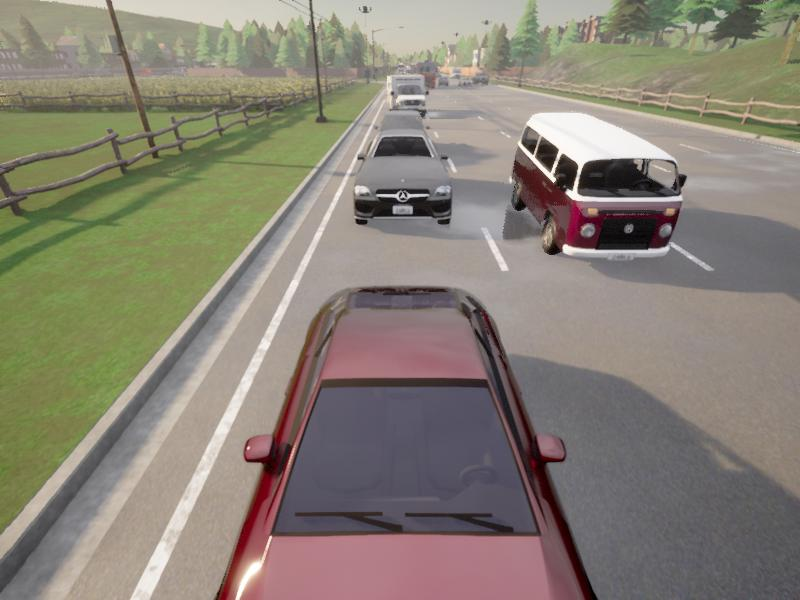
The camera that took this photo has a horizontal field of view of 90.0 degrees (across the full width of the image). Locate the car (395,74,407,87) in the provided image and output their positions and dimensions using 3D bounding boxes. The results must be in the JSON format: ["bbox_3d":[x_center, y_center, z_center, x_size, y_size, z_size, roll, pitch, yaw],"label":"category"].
[{"bbox_3d":[0.233,-37.104,67.516,1.932,1.855,4.605,0,30,0],"label":"car"}]

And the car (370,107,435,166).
[{"bbox_3d":[0.077,-6.583,15.766,2.163,1.488,4.792,0,30,0],"label":"car"}]

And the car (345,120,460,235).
[{"bbox_3d":[0.063,-3.337,10.082,2.152,1.651,5.027,0,30,0],"label":"car"}]

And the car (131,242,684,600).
[{"bbox_3d":[0.029,1.017,2.923,1.994,1.385,4.181,0,30,0],"label":"car"}]

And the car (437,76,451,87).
[{"bbox_3d":[7.228,-36.185,66.205,1.845,1.501,3.633,0,30,0],"label":"car"}]

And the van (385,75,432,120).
[{"bbox_3d":[0.429,-14.480,28.319,2.351,2.431,6.366,-4,30,-6],"label":"van"}]

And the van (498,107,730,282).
[{"bbox_3d":[3.556,-2.383,7.971,2.069,2.038,4.480,0,33,1],"label":"van"}]

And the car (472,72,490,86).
[{"bbox_3d":[14.242,-39.106,70.682,2.150,2.045,5.566,0,30,0],"label":"car"}]

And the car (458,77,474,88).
[{"bbox_3d":[10.728,-35.762,65.634,1.970,1.475,3.806,0,30,0],"label":"car"}]

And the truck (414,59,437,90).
[{"bbox_3d":[3.703,-33.868,60.033,2.891,3.827,8.468,0,30,0],"label":"truck"}]
